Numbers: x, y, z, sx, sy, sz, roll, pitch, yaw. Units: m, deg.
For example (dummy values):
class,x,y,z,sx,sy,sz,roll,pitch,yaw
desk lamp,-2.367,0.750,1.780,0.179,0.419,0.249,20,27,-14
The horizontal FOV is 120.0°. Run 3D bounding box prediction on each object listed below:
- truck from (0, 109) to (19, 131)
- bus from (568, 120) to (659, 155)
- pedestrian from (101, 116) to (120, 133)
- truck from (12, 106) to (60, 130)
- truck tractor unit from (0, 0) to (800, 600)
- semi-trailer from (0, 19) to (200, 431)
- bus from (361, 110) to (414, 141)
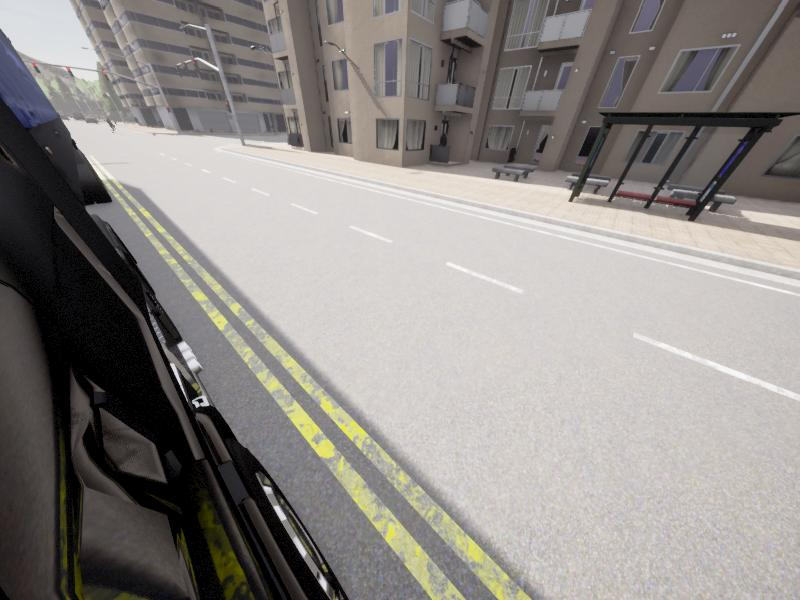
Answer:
class,x,y,z,sx,sy,sz,roll,pitch,yaw
truck,-51.207,-22.750,29.046,6.274,2.098,2.390,29,44,30
bus,36.379,-28.296,40.101,3.944,4.253,10.273,-22,44,-31
pedestrian,-39.304,-23.798,31.358,0.751,1.860,0.751,27,43,29
truck,-51.177,-25.643,32.604,5.204,2.467,2.627,28,44,30
truck tractor unit,-2.645,-0.295,0.351,6.516,4.208,3.053,28,44,30
semi-trailer,-8.588,-3.680,4.329,14.254,4.402,2.717,29,44,31
bus,-2.118,-33.019,44.070,3.944,4.253,10.273,28,43,30
